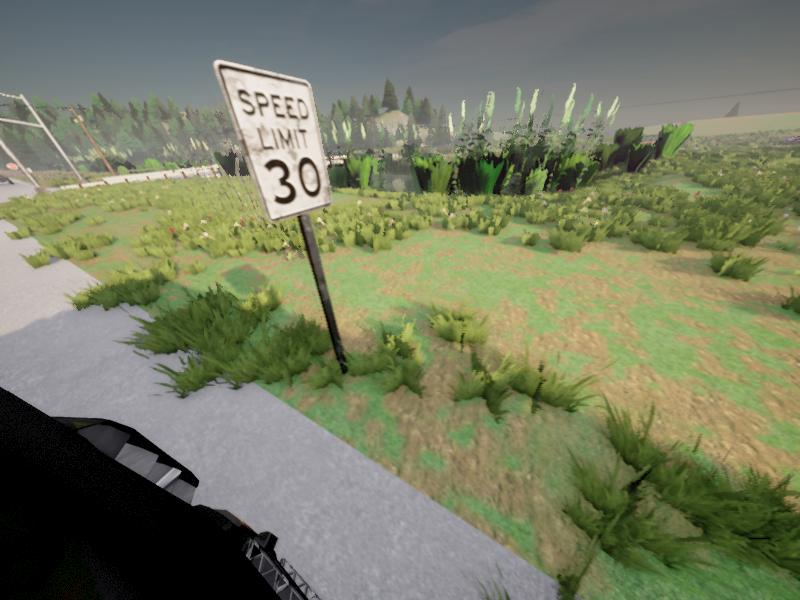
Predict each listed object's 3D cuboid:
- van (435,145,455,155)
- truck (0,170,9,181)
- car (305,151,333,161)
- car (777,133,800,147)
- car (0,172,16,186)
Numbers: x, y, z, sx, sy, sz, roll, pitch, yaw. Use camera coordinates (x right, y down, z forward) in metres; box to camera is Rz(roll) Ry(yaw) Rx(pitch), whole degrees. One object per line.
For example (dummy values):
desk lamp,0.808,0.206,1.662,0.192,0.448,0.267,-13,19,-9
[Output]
van,10.924,-36.548,56.359,4.442,1.987,1.775,20,40,30
truck,-75.668,-23.307,42.562,5.204,2.467,2.627,17,39,28
car,-15.095,-27.009,43.279,1.812,1.442,4.674,21,39,32
car,53.883,-21.179,30.375,3.806,1.475,1.970,19,40,30
car,-58.003,-17.390,33.189,5.027,1.651,2.152,17,39,28
